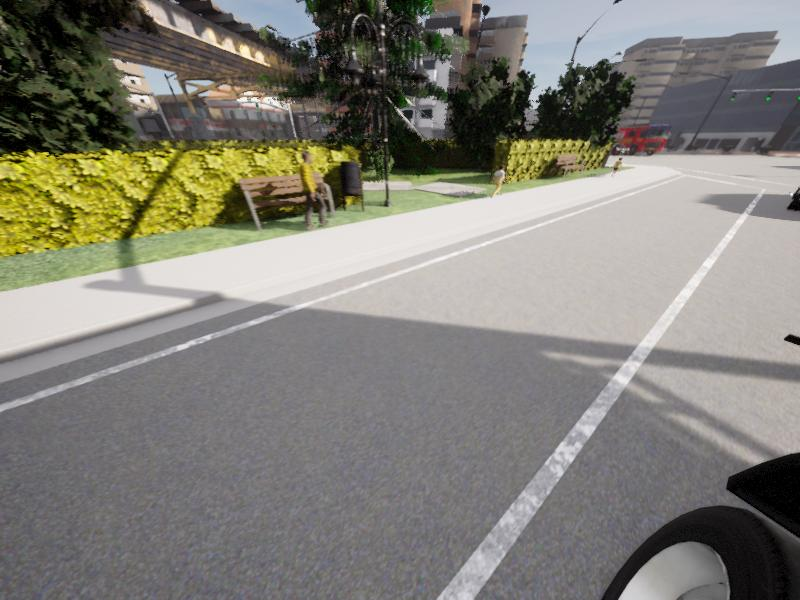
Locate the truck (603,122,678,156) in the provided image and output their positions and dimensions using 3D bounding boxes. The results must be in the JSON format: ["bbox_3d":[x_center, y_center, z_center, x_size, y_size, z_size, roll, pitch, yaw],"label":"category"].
[{"bbox_3d":[35.439,-24.109,34.718,2.891,3.827,8.468,6,35,8],"label":"truck"}]

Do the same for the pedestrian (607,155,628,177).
[{"bbox_3d":[13.368,-8.221,14.209,0.500,1.100,0.500,29,44,35],"label":"pedestrian"}]

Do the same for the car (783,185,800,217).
[{"bbox_3d":[16.185,-4.209,7.969,5.566,2.045,2.150,-22,40,-27],"label":"car"}]

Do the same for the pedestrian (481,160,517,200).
[{"bbox_3d":[3.966,-4.855,9.340,0.751,1.300,0.751,-18,39,-23],"label":"pedestrian"}]

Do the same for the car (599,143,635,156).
[{"bbox_3d":[31.541,-21.992,33.732,1.970,1.475,3.806,6,35,9],"label":"car"}]

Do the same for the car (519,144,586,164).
[{"bbox_3d":[15.295,-14.916,23.539,5.027,1.651,2.152,6,36,9],"label":"car"}]

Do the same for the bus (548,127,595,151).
[{"bbox_3d":[39.678,-37.740,54.222,3.944,4.253,10.273,3,35,5],"label":"bus"}]

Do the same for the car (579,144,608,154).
[{"bbox_3d":[32.822,-25.852,39.424,1.994,1.385,4.181,6,35,9],"label":"car"}]

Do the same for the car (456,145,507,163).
[{"bbox_3d":[8.481,-15.574,24.650,4.792,1.488,2.163,6,36,9],"label":"car"}]

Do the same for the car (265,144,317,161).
[{"bbox_3d":[-13.120,-17.927,28.039,5.027,1.651,2.152,6,36,9],"label":"car"}]

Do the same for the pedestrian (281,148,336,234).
[{"bbox_3d":[-2.309,-2.796,5.986,0.751,1.860,0.751,-22,41,-28],"label":"pedestrian"}]
